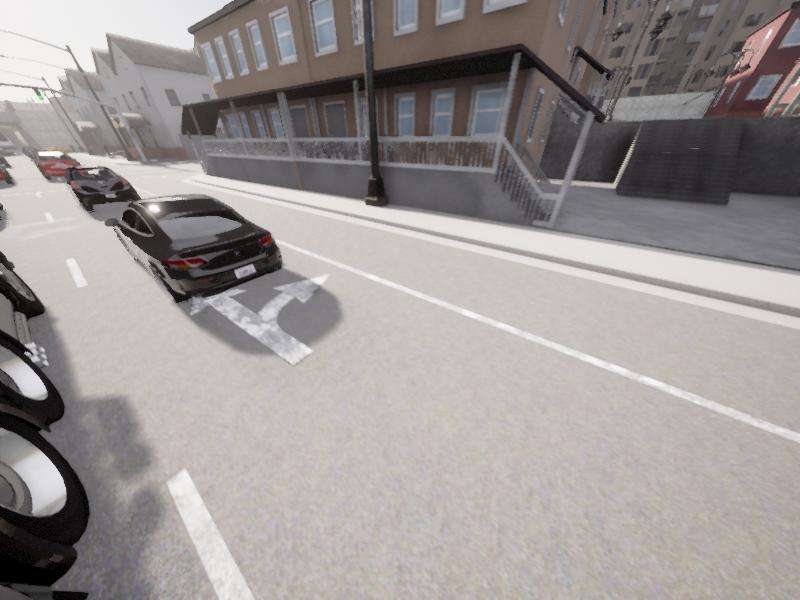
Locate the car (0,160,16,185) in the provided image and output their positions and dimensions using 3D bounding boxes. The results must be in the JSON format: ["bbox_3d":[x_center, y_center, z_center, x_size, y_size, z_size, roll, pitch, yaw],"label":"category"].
[{"bbox_3d":[-27.589,-8.516,14.977,4.611,1.667,2.242,22,40,29],"label":"car"}]

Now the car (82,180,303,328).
[{"bbox_3d":[-4.366,-1.387,4.793,4.674,1.442,1.812,23,41,29],"label":"car"}]

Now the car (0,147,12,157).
[{"bbox_3d":[-72.650,-26.845,41.855,5.357,1.411,2.033,22,40,29],"label":"car"}]

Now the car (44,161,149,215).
[{"bbox_3d":[-12.797,-4.863,9.773,3.633,1.501,1.845,22,40,29],"label":"car"}]

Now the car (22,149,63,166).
[{"bbox_3d":[-42.398,-16.968,27.380,4.514,1.525,2.007,22,40,29],"label":"car"}]

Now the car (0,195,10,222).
[{"bbox_3d":[-15.626,-3.570,7.901,3.633,1.501,1.845,22,40,29],"label":"car"}]

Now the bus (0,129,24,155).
[{"bbox_3d":[-83.784,-31.776,46.513,10.273,4.253,3.944,9,36,13],"label":"bus"}]

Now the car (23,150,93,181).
[{"bbox_3d":[-26.339,-10.455,17.789,4.611,1.667,2.242,22,40,29],"label":"car"}]

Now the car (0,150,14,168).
[{"bbox_3d":[-44.208,-15.252,24.906,4.902,1.511,2.128,22,40,29],"label":"car"}]

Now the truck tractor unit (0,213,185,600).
[{"bbox_3d":[-5.024,-0.375,0.912,6.516,4.208,3.053,22,40,28],"label":"truck tractor unit"}]
